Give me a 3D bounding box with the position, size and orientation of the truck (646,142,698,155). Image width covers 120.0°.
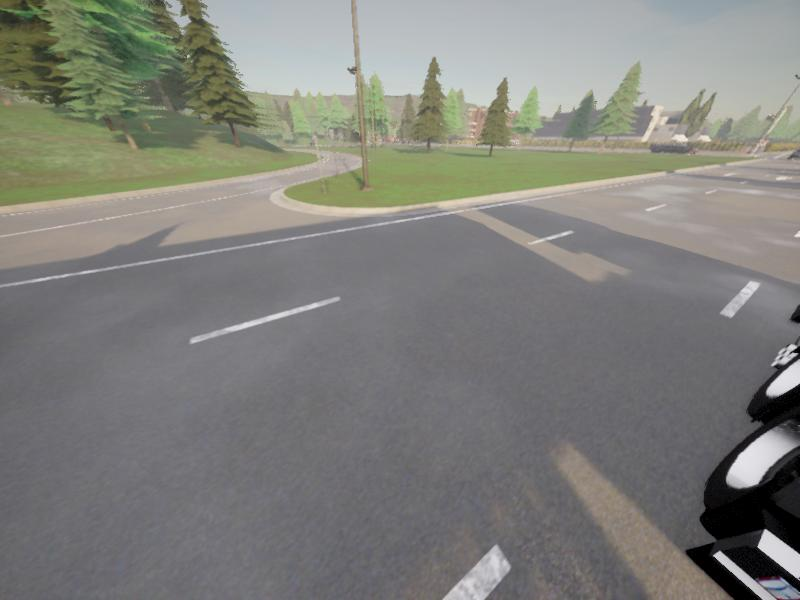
[{"bbox_3d":[56.071,-31.485,47.848,2.390,2.098,6.274,-19,39,-25],"label":"truck"}]

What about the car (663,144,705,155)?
[{"bbox_3d":[59.688,-31.712,48.620,2.152,1.651,5.027,-18,39,-25],"label":"car"}]

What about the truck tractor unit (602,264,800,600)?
[{"bbox_3d":[5.112,-0.300,0.782,6.516,4.208,3.053,-18,39,-24],"label":"truck tractor unit"}]
